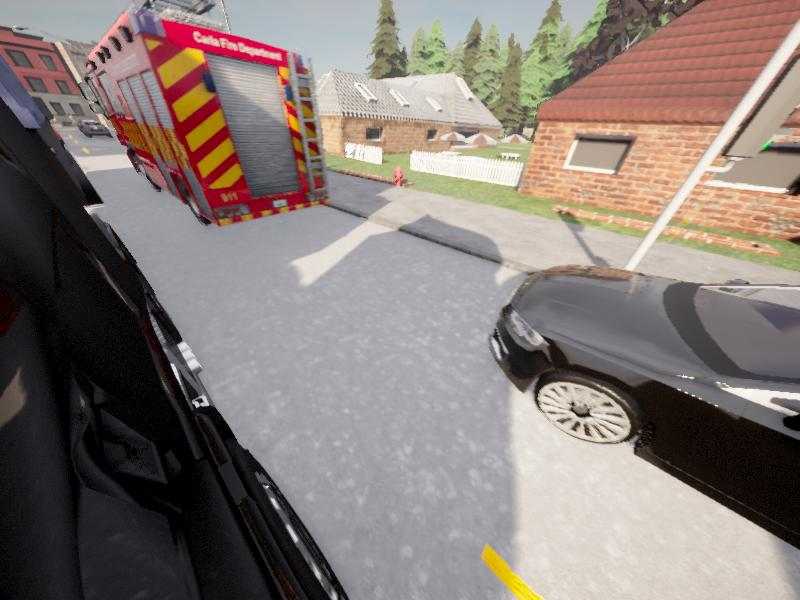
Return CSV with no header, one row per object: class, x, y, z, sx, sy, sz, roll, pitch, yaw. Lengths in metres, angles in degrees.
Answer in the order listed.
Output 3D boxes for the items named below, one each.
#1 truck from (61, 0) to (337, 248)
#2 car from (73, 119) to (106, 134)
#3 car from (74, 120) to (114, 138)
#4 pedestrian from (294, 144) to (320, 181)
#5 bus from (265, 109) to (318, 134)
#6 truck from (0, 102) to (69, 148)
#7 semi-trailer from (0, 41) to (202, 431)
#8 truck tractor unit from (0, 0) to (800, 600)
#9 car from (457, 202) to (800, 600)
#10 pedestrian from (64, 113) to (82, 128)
truck,-5.923,-5.012,6.785,8.468,3.827,2.891,28,44,30
car,-39.838,-22.220,29.631,4.181,1.385,1.994,30,44,31
car,-33.716,-18.889,25.486,3.806,1.475,1.970,28,44,30
pedestrian,-4.083,-6.062,10.209,0.751,1.300,0.751,-13,40,-20
bus,-25.618,-42.627,55.487,3.944,4.253,10.273,28,44,30
truck,-27.656,-12.932,17.082,5.204,2.467,2.627,28,43,30
semi-trailer,-8.697,-3.608,4.225,14.254,4.402,2.717,28,44,30
truck tractor unit,-2.645,-0.295,0.351,6.516,4.208,3.053,28,44,30
car,3.213,0.823,1.511,4.902,1.511,2.128,28,44,30
pedestrian,-51.363,-28.218,36.272,0.751,1.860,0.751,20,40,21
